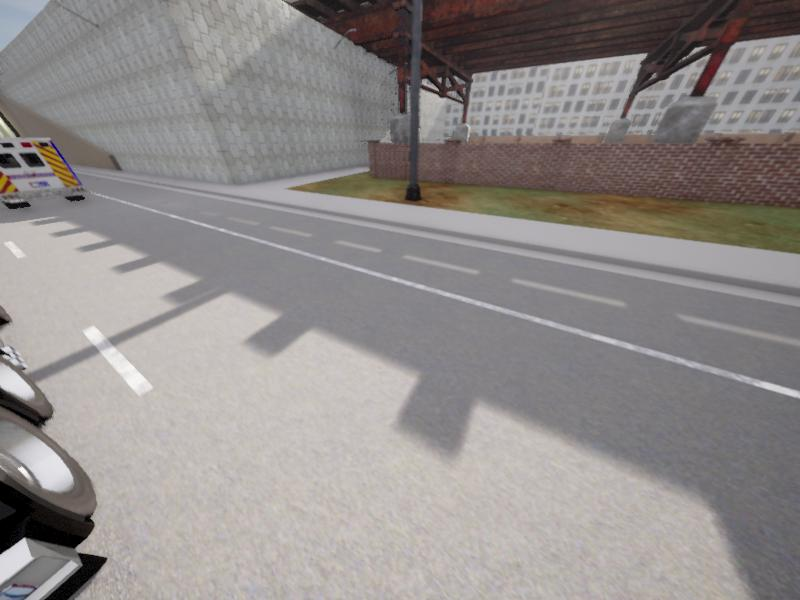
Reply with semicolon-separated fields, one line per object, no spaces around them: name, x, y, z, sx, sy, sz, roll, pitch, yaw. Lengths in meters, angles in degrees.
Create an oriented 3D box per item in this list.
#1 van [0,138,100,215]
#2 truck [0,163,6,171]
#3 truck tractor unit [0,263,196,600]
van;-17.147;-5.781;10.396;6.366;2.431;2.351;18;39;24
truck;-44.021;-15.094;22.864;8.468;3.827;2.891;18;39;24
truck tractor unit;-5.115;-0.294;0.789;6.516;4.208;3.053;18;39;24
